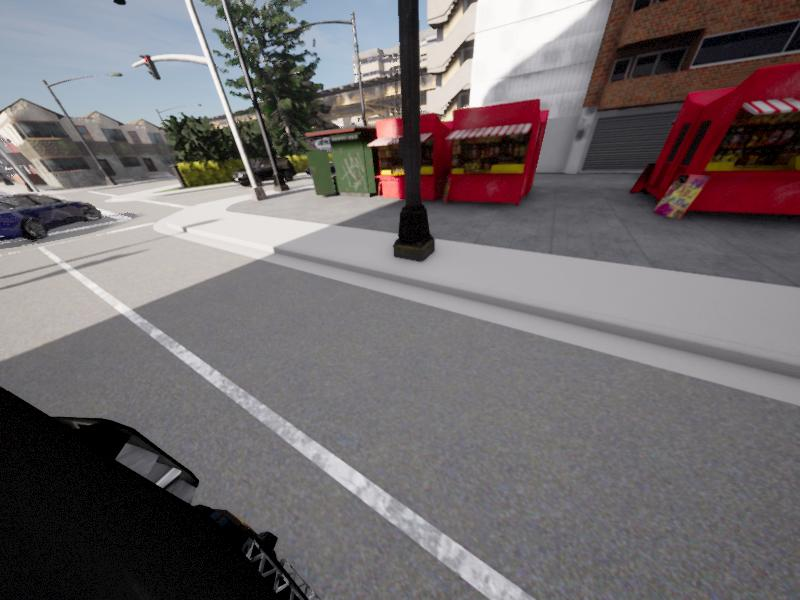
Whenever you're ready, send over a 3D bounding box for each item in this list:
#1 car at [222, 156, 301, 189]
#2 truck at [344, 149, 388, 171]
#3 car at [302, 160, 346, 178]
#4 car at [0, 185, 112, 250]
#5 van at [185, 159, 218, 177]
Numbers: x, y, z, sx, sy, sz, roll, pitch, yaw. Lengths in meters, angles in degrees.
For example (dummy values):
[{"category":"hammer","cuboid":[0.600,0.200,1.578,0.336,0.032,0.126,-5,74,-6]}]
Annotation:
[{"category":"car","cuboid":[-12.244,-11.711,21.038,2.150,2.045,5.566,15,38,27]},{"category":"truck","cuboid":[-4.489,-19.369,31.903,2.390,2.098,6.274,15,38,27]},{"category":"car","cuboid":[-8.537,-15.039,26.432,1.895,1.301,4.718,15,38,27]},{"category":"car","cuboid":[-14.647,-3.335,9.026,2.163,1.488,4.792,-15,35,-17]},{"category":"van","cuboid":[-37.798,-25.413,44.239,1.988,2.561,5.915,-11,34,-11]}]
